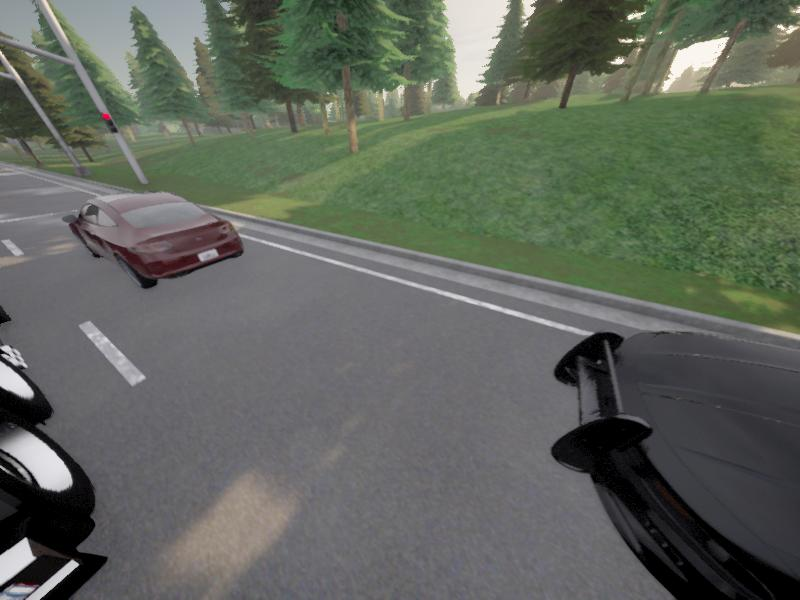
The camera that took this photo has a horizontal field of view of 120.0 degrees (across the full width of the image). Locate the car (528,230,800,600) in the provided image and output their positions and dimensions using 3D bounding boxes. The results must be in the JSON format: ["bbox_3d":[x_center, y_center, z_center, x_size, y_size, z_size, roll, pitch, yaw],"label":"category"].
[{"bbox_3d":[3.615,1.275,0.705,5.238,1.638,1.930,18,39,24],"label":"car"}]

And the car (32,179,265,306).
[{"bbox_3d":[-5.517,-1.606,5.104,4.674,1.442,1.812,18,39,24],"label":"car"}]

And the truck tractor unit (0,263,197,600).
[{"bbox_3d":[-5.110,-0.302,0.783,6.516,4.208,3.053,18,39,24],"label":"truck tractor unit"}]
